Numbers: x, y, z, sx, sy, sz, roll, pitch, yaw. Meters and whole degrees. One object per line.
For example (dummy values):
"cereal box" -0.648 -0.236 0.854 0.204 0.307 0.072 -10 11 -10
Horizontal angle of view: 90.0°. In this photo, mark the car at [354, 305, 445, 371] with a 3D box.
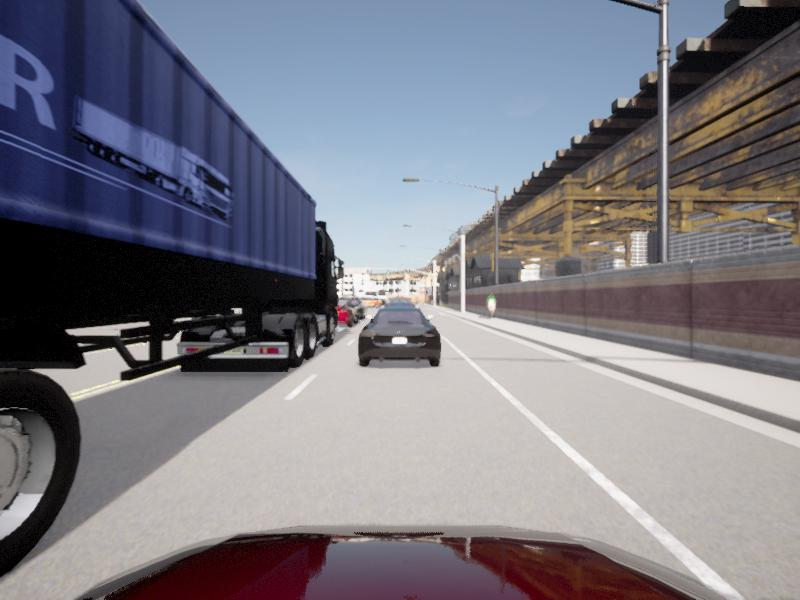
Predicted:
"car" -0.004 0.857 10.818 1.994 1.385 4.181 0 0 0

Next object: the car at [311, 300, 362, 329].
"car" -3.502 0.745 22.962 2.163 1.488 4.792 0 0 0

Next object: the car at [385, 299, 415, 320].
"car" -0.004 0.691 31.625 2.128 1.511 4.902 0 0 0

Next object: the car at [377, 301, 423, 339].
"car" -0.003 0.787 17.950 1.812 1.442 4.674 0 0 0

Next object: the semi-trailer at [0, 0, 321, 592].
"semi-trailer" -3.498 -0.641 3.608 2.717 4.402 14.254 0 0 0

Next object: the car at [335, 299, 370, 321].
"car" -3.504 0.696 30.343 2.128 1.511 4.902 0 0 0

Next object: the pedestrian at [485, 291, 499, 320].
"pedestrian" 6.140 0.361 26.802 0.751 1.860 0.751 0 0 0

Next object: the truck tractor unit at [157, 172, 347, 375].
"truck tractor unit" -3.503 -0.553 11.529 3.053 4.208 6.516 0 0 0

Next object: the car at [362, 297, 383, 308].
"car" -4.474 0.393 65.244 2.097 1.767 4.553 0 0 14

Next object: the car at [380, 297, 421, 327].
"car" 0.000 0.644 24.293 2.242 1.667 4.611 0 0 0
